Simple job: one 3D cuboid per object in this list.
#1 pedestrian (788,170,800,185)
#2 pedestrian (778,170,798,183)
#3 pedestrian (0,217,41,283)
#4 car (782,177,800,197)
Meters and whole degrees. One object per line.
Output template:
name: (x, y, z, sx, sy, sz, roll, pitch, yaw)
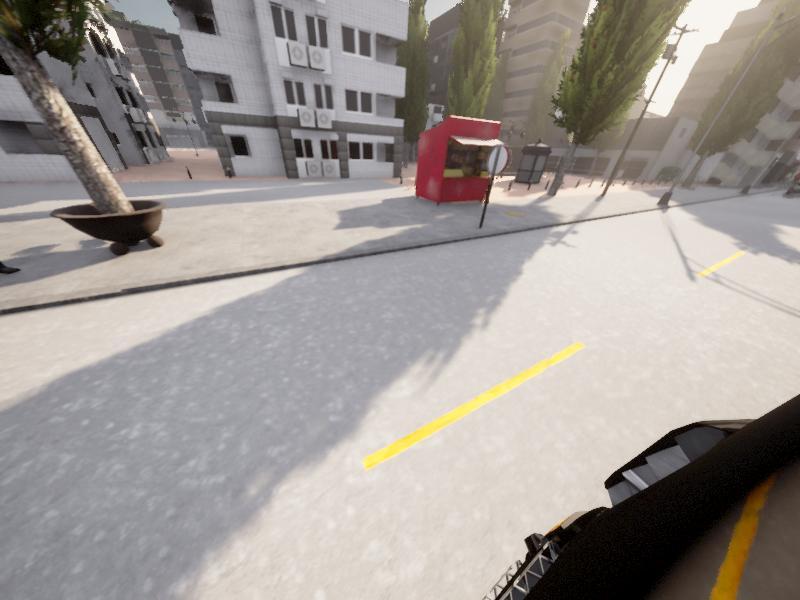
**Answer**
pedestrian: (60.630, -18.645, 35.163, 0.751, 1.860, 0.751, -21, 40, -32)
pedestrian: (62.152, -19.763, 36.976, 0.751, 1.860, 0.751, -14, 37, -24)
pedestrian: (-6.626, -1.163, 3.290, 0.751, 1.860, 0.751, -22, 41, -32)
car: (39.582, -10.869, 22.237, 4.514, 1.525, 2.007, -15, 37, -25)
